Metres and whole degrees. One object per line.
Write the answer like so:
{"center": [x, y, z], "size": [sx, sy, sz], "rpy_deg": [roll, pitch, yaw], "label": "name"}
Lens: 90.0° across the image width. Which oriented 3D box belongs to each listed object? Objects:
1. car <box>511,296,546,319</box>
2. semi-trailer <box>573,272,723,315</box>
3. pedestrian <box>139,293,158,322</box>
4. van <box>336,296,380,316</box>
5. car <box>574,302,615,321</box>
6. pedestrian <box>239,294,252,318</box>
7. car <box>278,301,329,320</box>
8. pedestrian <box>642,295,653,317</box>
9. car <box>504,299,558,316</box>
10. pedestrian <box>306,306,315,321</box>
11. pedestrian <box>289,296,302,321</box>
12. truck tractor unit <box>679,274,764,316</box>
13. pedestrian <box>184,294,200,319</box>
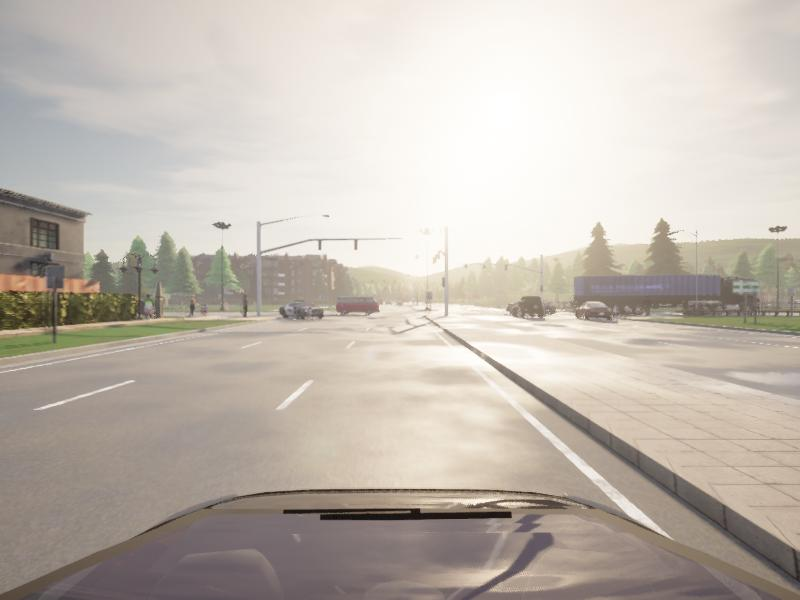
{"center": [11.504, 0.642, 35.983], "size": [1.905, 1.878, 3.866], "rpy_deg": [0, 0, 0], "label": "car"}
{"center": [25.928, -0.622, 42.251], "size": [14.254, 4.402, 2.717], "rpy_deg": [0, 0, -1], "label": "semi-trailer"}
{"center": [-16.034, 0.483, 25.542], "size": [0.751, 1.860, 0.751], "rpy_deg": [0, 0, 1], "label": "pedestrian"}
{"center": [-4.343, 0.595, 41.947], "size": [4.442, 1.987, 1.775], "rpy_deg": [0, 0, -1], "label": "van"}
{"center": [15.617, 0.867, 32.348], "size": [1.812, 1.442, 4.674], "rpy_deg": [0, 0, 11], "label": "car"}
{"center": [-11.828, 0.452, 30.675], "size": [0.751, 1.860, 0.751], "rpy_deg": [0, 0, -1], "label": "pedestrian"}
{"center": [-8.391, 0.823, 34.412], "size": [2.038, 1.542, 4.974], "rpy_deg": [0, 0, -43], "label": "car"}
{"center": [21.030, 0.482, 33.978], "size": [0.751, 1.860, 0.751], "rpy_deg": [0, 0, 34], "label": "pedestrian"}
{"center": [13.715, 0.777, 42.133], "size": [5.027, 1.651, 2.152], "rpy_deg": [0, 0, -1], "label": "car"}
{"center": [-6.722, 1.015, 30.041], "size": [0.500, 1.100, 0.500], "rpy_deg": [0, 0, 0], "label": "pedestrian"}
{"center": [-7.854, 0.635, 30.040], "size": [0.751, 1.860, 0.751], "rpy_deg": [0, 0, -2], "label": "pedestrian"}
{"center": [33.844, -0.525, 42.338], "size": [6.516, 4.208, 3.053], "rpy_deg": [0, 0, -1], "label": "truck tractor unit"}
{"center": [-16.031, 0.482, 30.861], "size": [0.751, 1.860, 0.751], "rpy_deg": [0, 0, 19], "label": "pedestrian"}
